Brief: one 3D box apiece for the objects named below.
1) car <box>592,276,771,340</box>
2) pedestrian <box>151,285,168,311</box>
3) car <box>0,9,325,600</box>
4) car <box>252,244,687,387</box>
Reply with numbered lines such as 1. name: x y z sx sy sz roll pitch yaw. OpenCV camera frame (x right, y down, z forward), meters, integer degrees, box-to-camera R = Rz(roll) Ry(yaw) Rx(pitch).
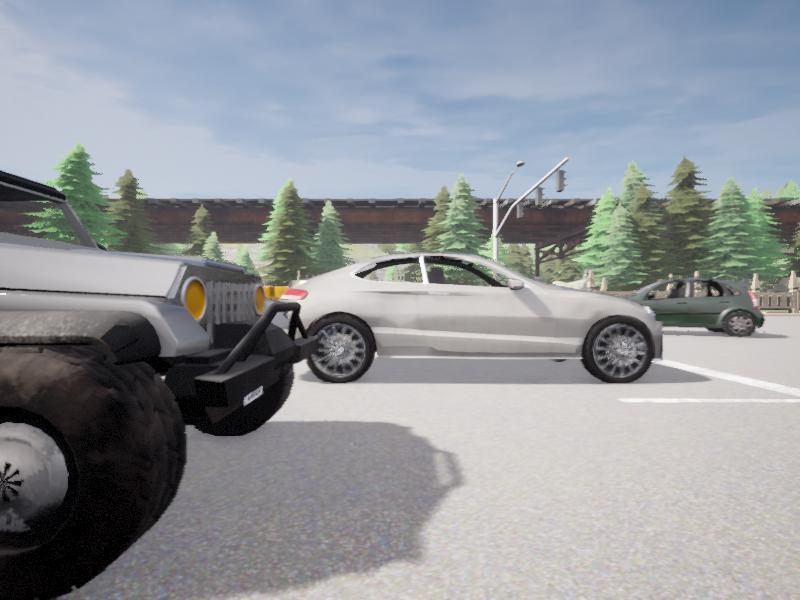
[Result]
1. car: 7.932 0.198 11.792 3.988 1.617 1.851 0 0 22
2. pedestrian: -17.382 -0.141 28.937 0.751 1.860 0.751 0 0 1
3. car: -2.528 0.043 2.191 3.866 1.878 1.905 0 0 0
4. car: 0.802 0.181 5.698 5.027 1.651 2.152 0 0 0
